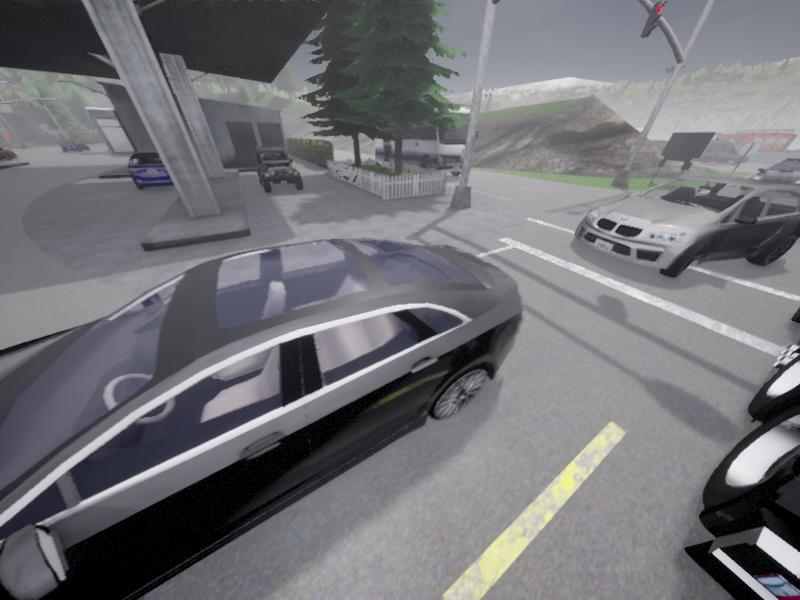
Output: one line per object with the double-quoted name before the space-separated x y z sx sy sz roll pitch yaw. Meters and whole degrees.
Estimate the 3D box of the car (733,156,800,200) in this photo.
"car" 20.475 -6.570 12.227 4.974 1.542 2.038 -18 40 -25

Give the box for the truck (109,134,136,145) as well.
"truck" -69.880 -40.503 58.320 2.390 2.098 6.274 -18 40 -25

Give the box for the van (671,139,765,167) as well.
"van" 38.017 -17.888 27.960 1.988 2.561 5.915 -18 39 -24

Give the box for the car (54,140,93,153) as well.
"car" -48.914 -23.141 34.747 1.816 1.474 4.193 -18 39 -24

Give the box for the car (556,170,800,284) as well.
"car" 6.720 -1.882 5.334 4.611 1.667 2.242 -7 36 -13

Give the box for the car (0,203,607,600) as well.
"car" -1.091 0.479 1.921 4.902 1.511 2.128 -18 39 -25

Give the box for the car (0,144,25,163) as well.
"car" -40.262 -14.354 22.601 1.994 1.385 4.181 -18 39 -24

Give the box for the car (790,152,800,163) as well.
"car" 56.622 -18.814 30.667 1.895 1.301 4.718 -18 39 -24

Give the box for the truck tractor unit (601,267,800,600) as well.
"truck tractor unit" 5.120 -0.291 0.768 6.516 4.208 3.053 -18 39 -24

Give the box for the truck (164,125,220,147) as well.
"truck" -47.064 -37.359 52.795 8.468 3.827 2.891 -19 40 -25

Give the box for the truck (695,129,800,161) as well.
"truck" 55.515 -25.050 37.256 2.891 3.827 8.468 -18 39 -24

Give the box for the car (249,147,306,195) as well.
"car" -6.781 -7.235 12.718 1.905 1.878 3.866 -18 40 -25

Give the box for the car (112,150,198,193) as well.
"car" -13.859 -7.670 13.495 2.242 1.667 4.611 -18 40 -25

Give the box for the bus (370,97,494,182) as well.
"bus" 1.608 -12.657 18.452 3.944 4.253 10.273 -18 39 -24
